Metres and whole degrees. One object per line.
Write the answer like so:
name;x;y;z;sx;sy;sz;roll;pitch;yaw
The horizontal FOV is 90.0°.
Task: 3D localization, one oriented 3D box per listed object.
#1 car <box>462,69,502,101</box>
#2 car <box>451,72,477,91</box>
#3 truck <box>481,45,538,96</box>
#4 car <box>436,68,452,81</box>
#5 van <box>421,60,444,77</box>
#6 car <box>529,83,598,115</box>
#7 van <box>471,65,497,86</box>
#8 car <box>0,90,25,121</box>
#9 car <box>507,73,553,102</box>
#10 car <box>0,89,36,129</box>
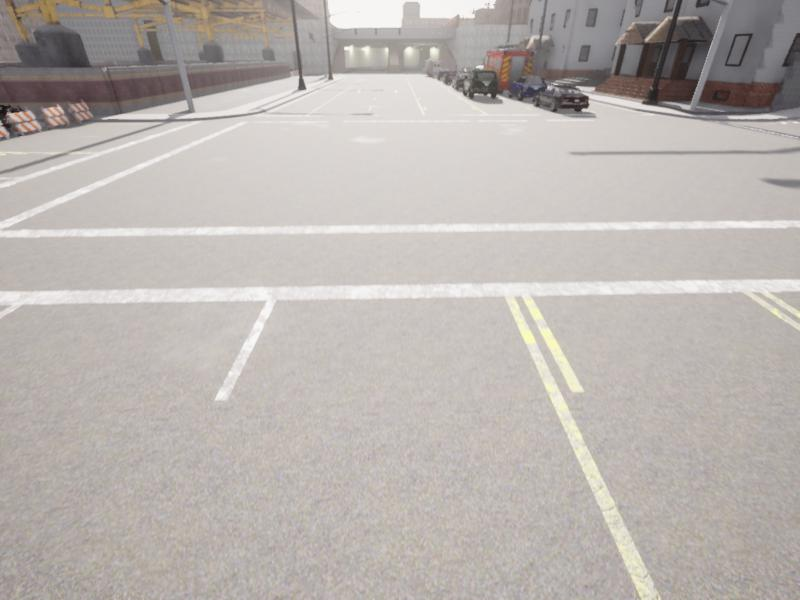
car;6.713;-18.086;33.460;2.150;2.045;5.566;0;31;0
car;6.646;-22.948;41.996;1.837;1.490;4.892;0;32;0
truck;10.173;-22.116;38.378;2.891;3.827;8.468;0;31;0
car;6.498;-33.910;60.030;1.837;1.490;4.892;0;32;0
van;5.589;-40.513;70.006;2.351;2.431;6.366;-6;32;-10
car;10.303;-13.039;25.787;2.033;1.411;5.357;-2;31;-3
van;10.090;-27.215;48.489;2.069;2.038;4.480;0;32;0
car;-20.423;-8.678;18.142;1.853;1.218;4.536;16;35;24
car;10.225;-17.019;31.943;2.097;1.767;4.553;0;31;0
car;-20.399;-8.567;18.263;2.038;1.542;4.974;16;35;24
